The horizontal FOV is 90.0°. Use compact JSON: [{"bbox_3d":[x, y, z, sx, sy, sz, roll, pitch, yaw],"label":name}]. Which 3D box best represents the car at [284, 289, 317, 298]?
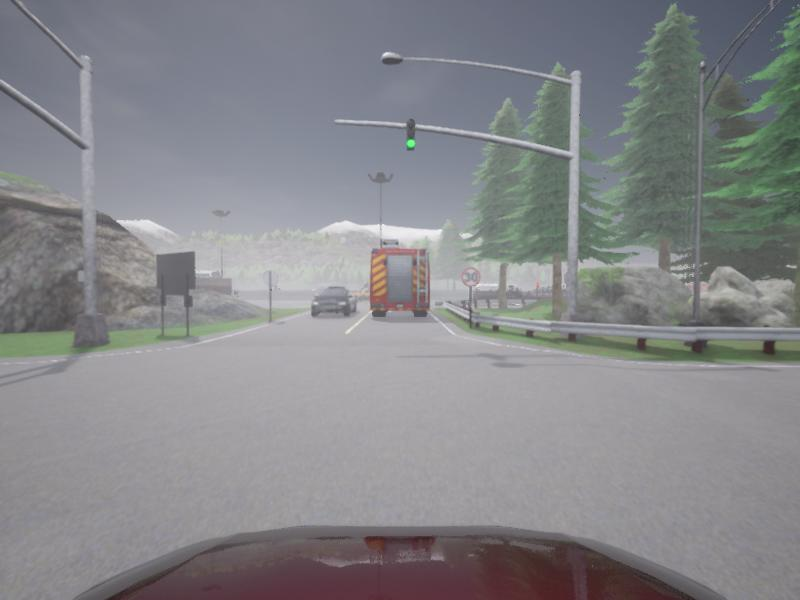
[{"bbox_3d":[-15.316,-0.997,61.675,4.718,1.301,1.895,0,2,0],"label":"car"}]

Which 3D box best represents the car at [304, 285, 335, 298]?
[{"bbox_3d":[-13.043,-1.406,65.163,4.605,1.855,1.932,-2,2,0],"label":"car"}]

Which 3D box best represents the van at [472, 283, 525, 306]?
[{"bbox_3d":[9.108,-0.505,37.224,4.480,2.038,2.069,0,1,3],"label":"van"}]

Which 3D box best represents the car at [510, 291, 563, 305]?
[{"bbox_3d":[13.782,-0.234,40.572,4.718,1.301,1.895,0,2,0],"label":"car"}]

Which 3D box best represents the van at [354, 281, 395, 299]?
[{"bbox_3d":[-3.664,-1.475,58.117,5.915,2.561,1.988,0,2,0],"label":"van"}]

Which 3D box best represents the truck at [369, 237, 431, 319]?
[{"bbox_3d":[-0.006,-1.144,22.915,2.891,3.827,8.468,0,2,0],"label":"truck"}]

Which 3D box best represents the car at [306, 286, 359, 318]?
[{"bbox_3d":[-3.514,0.031,21.835,2.038,1.542,4.974,0,2,0],"label":"car"}]

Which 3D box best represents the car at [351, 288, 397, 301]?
[{"bbox_3d":[-3.008,-0.647,47.630,5.366,1.575,1.801,0,2,0],"label":"car"}]

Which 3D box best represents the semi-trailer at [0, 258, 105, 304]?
[{"bbox_3d":[-38.075,-1.913,40.499,14.254,4.402,2.717,0,2,-1],"label":"semi-trailer"}]
